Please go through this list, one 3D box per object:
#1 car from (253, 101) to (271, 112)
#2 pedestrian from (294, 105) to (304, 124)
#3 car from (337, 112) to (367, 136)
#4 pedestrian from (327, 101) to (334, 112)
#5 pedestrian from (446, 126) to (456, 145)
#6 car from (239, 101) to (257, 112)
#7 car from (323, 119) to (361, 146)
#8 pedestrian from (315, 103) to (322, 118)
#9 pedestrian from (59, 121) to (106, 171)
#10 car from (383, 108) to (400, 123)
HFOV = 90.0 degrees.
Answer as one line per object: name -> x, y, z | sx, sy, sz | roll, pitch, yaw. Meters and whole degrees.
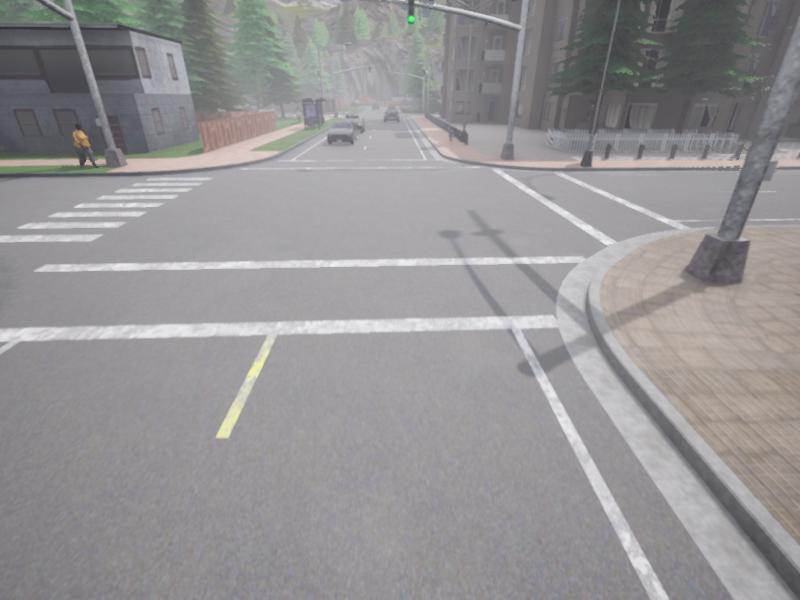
car -> -26.650, -37.372, 77.177 | 1.932, 1.855, 4.605 | -1, 27, -2
pedestrian -> -11.160, -20.421, 44.079 | 0.751, 1.860, 0.751 | -2, 27, -5
car -> -4.219, -15.775, 35.676 | 2.152, 1.651, 5.027 | 0, 27, -1
pedestrian -> -12.898, -35.823, 74.140 | 0.751, 1.860, 0.751 | -21, 34, -35
pedestrian -> 3.302, -10.630, 25.837 | 0.500, 1.100, 0.500 | -1, 27, -2
car -> -29.146, -37.148, 76.736 | 1.905, 1.878, 3.866 | -1, 27, -2
car -> -4.069, -12.128, 28.805 | 2.033, 1.411, 5.357 | 0, 27, -1
pedestrian -> -11.563, -26.899, 56.731 | 0.751, 1.860, 0.751 | -2, 27, -4
pedestrian -> -13.295, -6.478, 16.803 | 0.751, 1.860, 0.751 | 5, 28, 10
car -> -1.052, -23.574, 51.020 | 2.038, 1.542, 4.974 | 0, 27, -1
